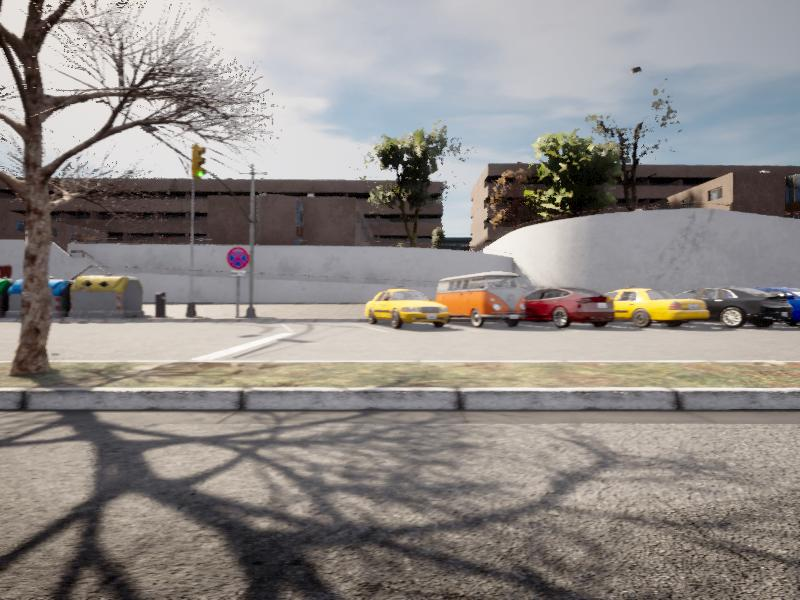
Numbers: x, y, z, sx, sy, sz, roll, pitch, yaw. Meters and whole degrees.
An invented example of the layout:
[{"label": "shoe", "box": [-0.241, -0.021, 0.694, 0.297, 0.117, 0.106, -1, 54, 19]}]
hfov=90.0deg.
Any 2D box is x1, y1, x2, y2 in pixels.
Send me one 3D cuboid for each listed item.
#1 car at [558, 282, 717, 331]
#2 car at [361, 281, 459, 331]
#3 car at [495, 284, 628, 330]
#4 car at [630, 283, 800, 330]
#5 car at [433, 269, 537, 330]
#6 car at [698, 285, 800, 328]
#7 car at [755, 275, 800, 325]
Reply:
[{"label": "car", "box": [8.930, 0.236, 15.772, 1.946, 1.575, 5.366, 0, -1, -20]}, {"label": "car", "box": [0.115, 0.232, 15.433, 1.946, 1.575, 5.366, 1, -1, -20]}, {"label": "car", "box": [6.000, 0.267, 15.627, 2.163, 1.488, 4.792, 0, -1, -20]}, {"label": "car", "box": [11.978, 0.240, 15.590, 2.231, 1.521, 4.892, 0, -1, -20]}, {"label": "car", "box": [3.074, 0.010, 15.497, 1.878, 1.987, 4.442, 1, -1, -20]}, {"label": "car", "box": [14.963, 0.242, 15.600, 2.097, 1.535, 5.008, 1, -1, -20]}, {"label": "car", "box": [17.928, -0.004, 15.621, 2.435, 2.045, 5.566, 0, -1, -20]}]
